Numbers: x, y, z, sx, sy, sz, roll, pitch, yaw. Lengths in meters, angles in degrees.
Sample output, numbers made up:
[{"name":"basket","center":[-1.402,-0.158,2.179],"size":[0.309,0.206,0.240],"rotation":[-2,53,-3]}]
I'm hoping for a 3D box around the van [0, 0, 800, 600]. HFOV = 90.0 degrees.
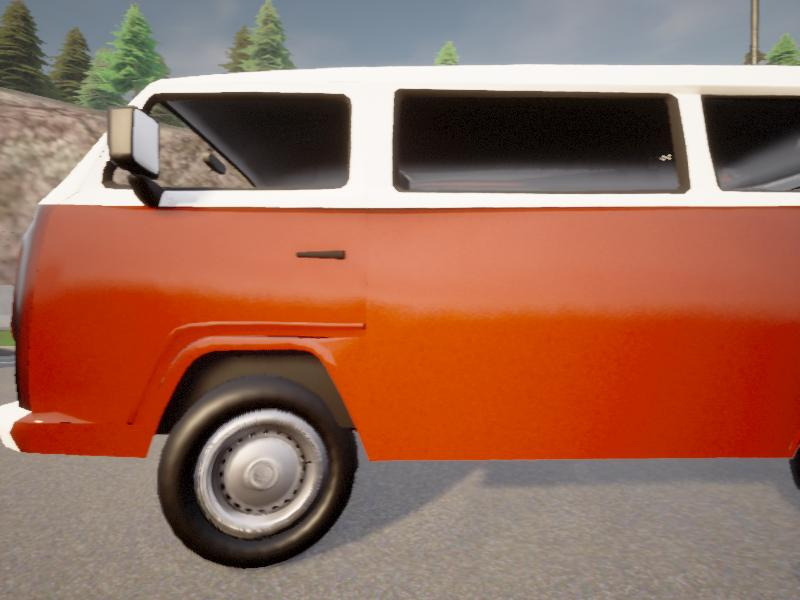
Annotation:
[{"name":"van","center":[0.638,-0.040,2.302],"size":[4.480,2.038,2.069],"rotation":[0,-1,-1]}]
